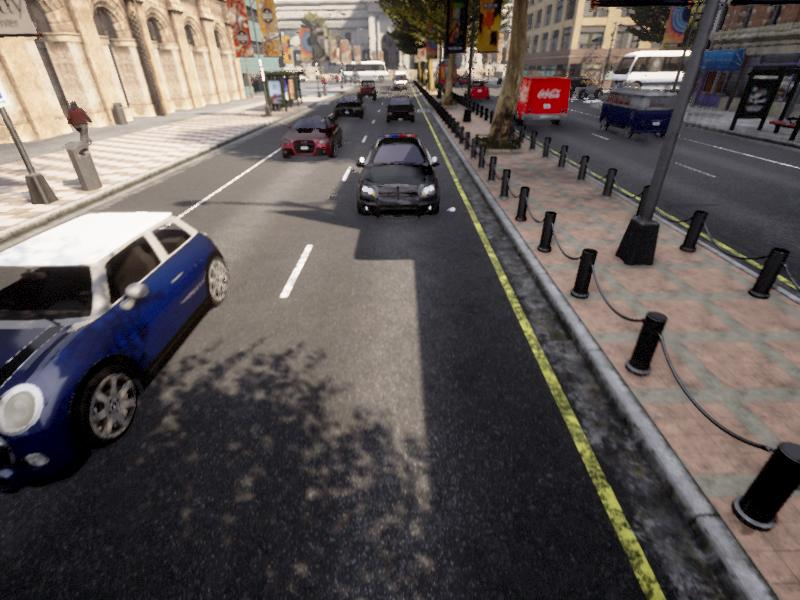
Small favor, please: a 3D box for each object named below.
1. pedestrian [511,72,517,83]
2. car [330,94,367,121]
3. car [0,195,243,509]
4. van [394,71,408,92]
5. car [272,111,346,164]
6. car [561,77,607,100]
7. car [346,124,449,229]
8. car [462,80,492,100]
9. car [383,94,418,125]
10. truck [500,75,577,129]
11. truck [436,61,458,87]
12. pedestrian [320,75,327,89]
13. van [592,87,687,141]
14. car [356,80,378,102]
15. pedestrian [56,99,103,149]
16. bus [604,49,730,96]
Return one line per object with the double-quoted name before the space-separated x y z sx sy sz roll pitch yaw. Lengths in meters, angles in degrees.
"pedestrian" 21.537 -42.043 75.518 0.751 1.860 0.751 1 30 2
"car" -3.451 -13.385 27.733 1.994 1.385 4.181 0 30 1
"car" -3.562 0.091 4.505 1.970 1.475 3.806 0 30 0
"van" 0.080 -32.361 59.048 1.988 2.561 5.915 -1 30 -1
"car" -3.507 -6.733 16.319 1.994 1.385 4.181 0 30 0
"car" 18.786 -21.608 40.837 3.866 1.878 1.905 -14 33 -22
"car" -0.033 -3.474 10.494 2.038 1.542 4.974 0 30 1
"car" 8.107 -22.287 42.452 2.242 1.667 4.611 0 30 1
"car" 0.039 -12.587 26.261 2.033 1.411 5.357 0 30 1
"truck" 8.022 -11.942 23.916 2.627 2.467 5.204 0 30 0
"truck" 8.237 -40.360 71.319 2.891 3.827 8.468 0 30 1
"pedestrian" -11.761 -33.592 61.740 0.751 1.860 0.751 3 30 6
"van" 11.503 -9.236 19.677 1.775 1.987 4.442 0 30 1
"car" -3.392 -21.808 41.659 1.905 1.878 3.866 0 30 1
"pedestrian" -13.468 -7.406 16.851 0.751 1.860 0.751 -6 31 -9
"bus" 29.077 -25.056 44.192 10.273 4.253 3.944 -1 30 0
